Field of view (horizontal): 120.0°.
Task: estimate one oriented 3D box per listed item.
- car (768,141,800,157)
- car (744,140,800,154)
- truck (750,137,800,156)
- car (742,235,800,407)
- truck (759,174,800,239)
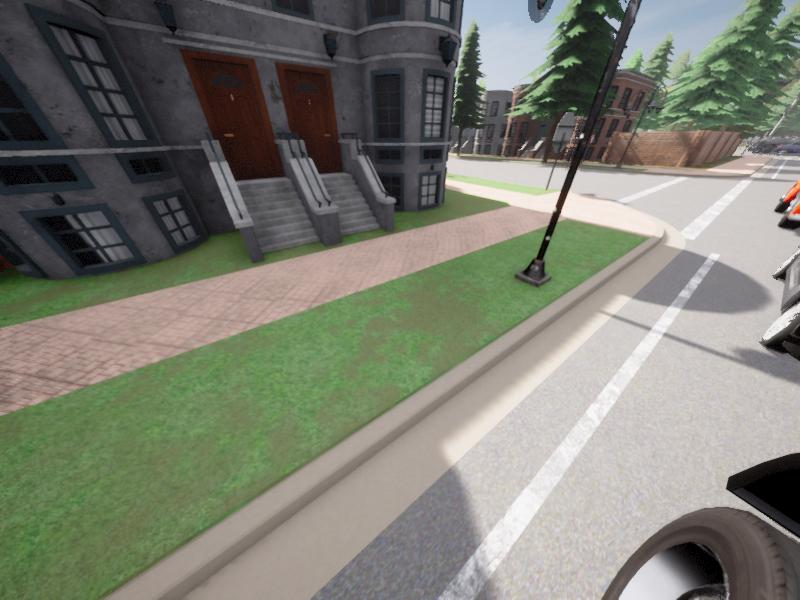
[{"bbox_3d":[52.526,-19.553,29.887,2.152,1.651,5.027,-22,41,-28],"label":"car"},{"bbox_3d":[56.750,-23.136,34.939,2.033,1.649,4.856,-22,40,-28],"label":"car"},{"bbox_3d":[54.758,-21.438,32.132,2.390,2.098,6.274,-22,41,-28],"label":"truck"},{"bbox_3d":[6.555,-0.174,2.706,5.238,1.638,1.930,-22,41,-28],"label":"car"},{"bbox_3d":[13.169,-3.214,6.235,5.204,2.467,2.627,-22,41,-28],"label":"truck"}]
